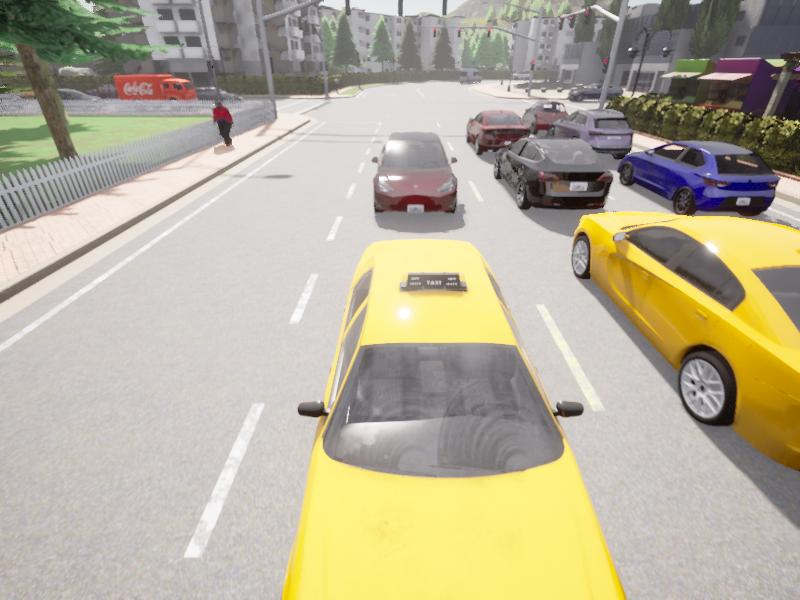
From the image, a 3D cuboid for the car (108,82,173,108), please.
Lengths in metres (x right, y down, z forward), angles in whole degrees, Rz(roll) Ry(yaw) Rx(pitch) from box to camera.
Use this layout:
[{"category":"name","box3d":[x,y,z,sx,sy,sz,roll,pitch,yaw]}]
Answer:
[{"category":"car","box3d":[-22.030,-17.548,34.148,3.866,1.878,1.905,1,30,2]}]

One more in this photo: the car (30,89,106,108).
[{"category":"car","box3d":[-28.502,-17.411,34.504,4.718,1.301,1.895,1,30,2]}]

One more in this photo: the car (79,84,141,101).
[{"category":"car","box3d":[-29.317,-21.026,40.540,4.674,1.442,1.812,1,30,2]}]

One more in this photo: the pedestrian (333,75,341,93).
[{"category":"pedestrian","box3d":[-7.800,-26.748,49.568,0.751,1.860,0.751,2,30,4]}]

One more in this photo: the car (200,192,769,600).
[{"category":"car","box3d":[0.277,0.606,3.410,1.801,1.575,5.366,0,30,0]}]

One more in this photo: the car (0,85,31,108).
[{"category":"car","box3d":[-35.710,-17.684,34.648,5.027,1.651,2.152,1,30,2]}]

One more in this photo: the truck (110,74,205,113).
[{"category":"truck","box3d":[-18.544,-15.968,30.872,5.204,2.467,2.627,1,30,2]}]

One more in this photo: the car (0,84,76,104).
[{"category":"car","box3d":[-34.044,-19.402,37.629,5.366,1.575,1.801,1,30,2]}]

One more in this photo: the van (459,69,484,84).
[{"category":"van","box3d":[14.363,-44.923,80.293,1.988,2.561,5.915,24,38,35]}]

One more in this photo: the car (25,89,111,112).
[{"category":"car","box3d":[-25.896,-15.681,31.348,4.892,1.490,1.837,1,30,2]}]

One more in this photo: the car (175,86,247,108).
[{"category":"car","box3d":[-15.959,-17.274,34.056,4.902,1.511,2.128,1,30,2]}]

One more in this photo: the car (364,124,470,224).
[{"category":"car","box3d":[0.368,-3.556,10.621,2.163,1.488,4.792,0,30,1]}]

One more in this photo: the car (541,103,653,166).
[{"category":"car","box3d":[7.439,-6.689,15.835,2.033,1.649,4.856,0,30,1]}]

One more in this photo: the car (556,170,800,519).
[{"category":"car","box3d":[3.839,-0.229,4.874,1.882,1.535,5.008,0,30,0]}]

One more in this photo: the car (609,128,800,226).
[{"category":"car","box3d":[7.366,-3.326,10.234,1.816,1.474,4.193,0,30,1]}]

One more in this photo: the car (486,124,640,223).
[{"category":"car","box3d":[3.883,-3.596,10.689,2.163,1.488,4.792,0,30,0]}]

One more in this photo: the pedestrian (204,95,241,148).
[{"category":"pedestrian","box3d":[-7.037,-7.103,15.967,0.751,1.860,0.751,1,30,1]}]

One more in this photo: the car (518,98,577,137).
[{"category":"car","box3d":[7.606,-9.685,21.056,1.845,1.501,3.633,2,30,3]}]

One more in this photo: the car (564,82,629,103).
[{"category":"car","box3d":[19.094,-20.240,39.020,5.027,1.651,2.152,2,30,3]}]

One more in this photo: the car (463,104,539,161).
[{"category":"car","box3d":[3.948,-7.070,16.576,1.882,1.535,5.008,0,30,1]}]

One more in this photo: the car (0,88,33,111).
[{"category":"car","box3d":[-32.452,-15.801,31.554,4.892,1.490,1.837,1,30,2]}]
